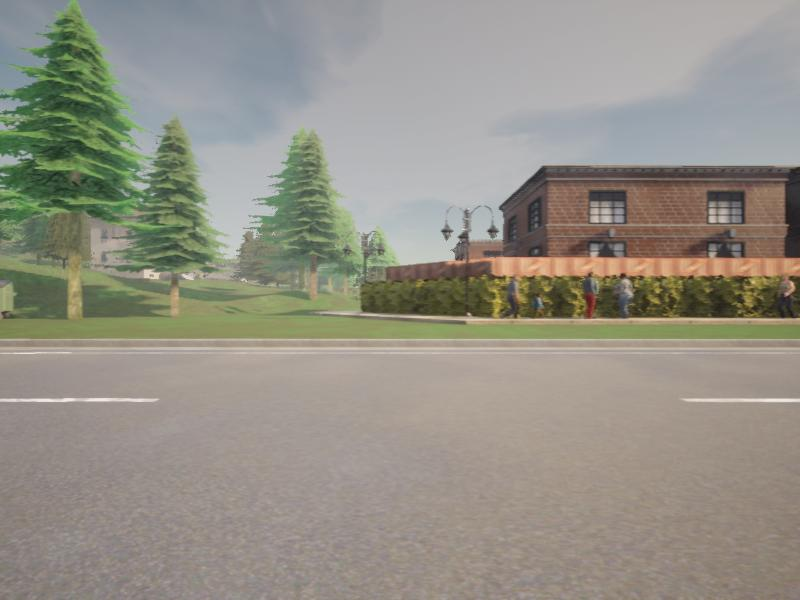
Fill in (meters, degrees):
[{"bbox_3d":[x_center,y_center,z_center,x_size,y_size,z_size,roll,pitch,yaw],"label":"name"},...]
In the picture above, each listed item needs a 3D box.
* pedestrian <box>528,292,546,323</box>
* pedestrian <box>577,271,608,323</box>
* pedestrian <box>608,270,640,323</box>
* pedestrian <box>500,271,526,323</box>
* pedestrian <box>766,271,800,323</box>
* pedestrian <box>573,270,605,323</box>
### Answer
[{"bbox_3d":[4.938,0.267,14.423,0.500,1.100,0.500,0,0,2],"label":"pedestrian"},{"bbox_3d":[7.019,-0.113,14.632,0.751,1.860,0.751,0,0,-5],"label":"pedestrian"},{"bbox_3d":[8.158,-0.112,14.557,0.751,1.860,0.751,0,0,-32],"label":"pedestrian"},{"bbox_3d":[4.101,-0.114,14.556,0.751,1.860,0.751,0,0,2],"label":"pedestrian"},{"bbox_3d":[14.118,-0.110,14.630,0.751,1.860,0.751,0,0,-1],"label":"pedestrian"},{"bbox_3d":[6.750,-0.113,14.335,0.751,1.860,0.751,0,0,-5],"label":"pedestrian"}]
